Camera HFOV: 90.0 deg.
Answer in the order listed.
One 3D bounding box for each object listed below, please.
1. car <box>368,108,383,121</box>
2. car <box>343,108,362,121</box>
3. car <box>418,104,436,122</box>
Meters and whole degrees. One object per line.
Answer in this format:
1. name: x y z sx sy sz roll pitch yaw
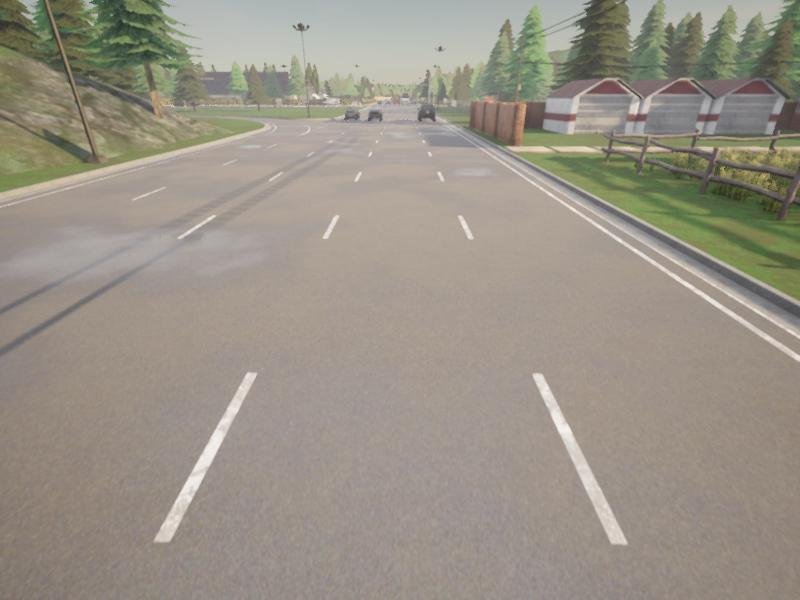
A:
1. car: -3.347 -25.836 55.758 1.837 1.490 4.892 0 27 0
2. car: -6.838 -26.791 57.616 2.128 1.511 4.902 0 27 0
3. car: 3.645 -25.800 55.077 2.150 2.045 5.566 0 27 0
